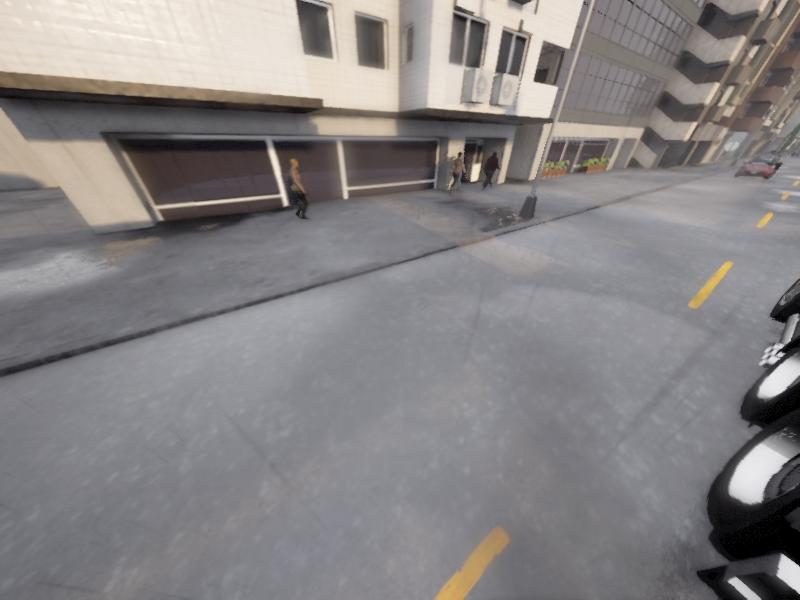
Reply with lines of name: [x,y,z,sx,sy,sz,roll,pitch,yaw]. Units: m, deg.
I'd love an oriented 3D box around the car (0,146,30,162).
car: [-50.512,-18.633,29.339,1.882,1.535,5.008,-20,40,-27]

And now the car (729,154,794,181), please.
car: [27.081,-10.004,17.332,3.633,1.501,1.845,-20,40,-27]

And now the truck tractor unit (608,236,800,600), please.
truck tractor unit: [5.057,-0.351,0.857,6.516,4.208,3.053,-20,39,-26]

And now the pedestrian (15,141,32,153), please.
pedestrian: [-71.781,-29.280,44.106,0.751,1.860,0.751,-24,41,-31]

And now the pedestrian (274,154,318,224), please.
pedestrian: [-3.214,-3.468,7.245,0.751,1.860,0.751,-17,38,-24]

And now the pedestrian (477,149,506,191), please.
pedestrian: [4.801,-6.857,12.195,0.751,1.860,0.751,-22,41,-29]

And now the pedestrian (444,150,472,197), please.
pedestrian: [2.709,-5.992,10.931,0.751,1.860,0.751,-23,41,-30]
